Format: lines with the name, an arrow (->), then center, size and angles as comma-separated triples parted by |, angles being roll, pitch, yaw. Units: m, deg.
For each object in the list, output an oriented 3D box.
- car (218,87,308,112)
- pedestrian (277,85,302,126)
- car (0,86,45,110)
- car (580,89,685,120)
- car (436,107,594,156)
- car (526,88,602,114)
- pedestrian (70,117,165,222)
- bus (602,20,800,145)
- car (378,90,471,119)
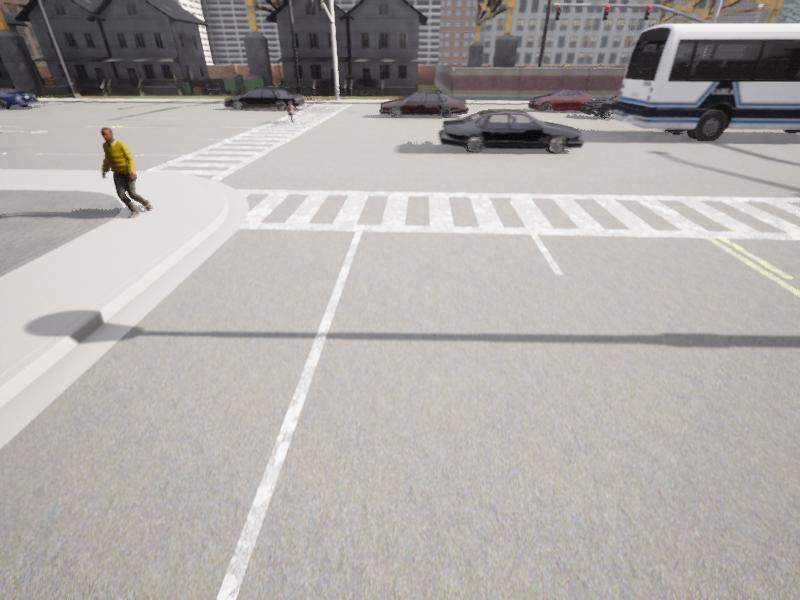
car -> -9.410, -13.991, 27.834 | 5.357, 1.411, 2.033 | 1, 31, 2
pedestrian -> -5.754, -10.178, 20.963 | 0.751, 1.860, 0.751 | 6, 31, 10
car -> -29.065, -14.460, 28.593 | 5.357, 1.411, 2.033 | 1, 31, 2
car -> 13.712, -11.683, 23.907 | 4.892, 1.490, 1.837 | 1, 31, 2
car -> 4.133, -6.470, 15.280 | 5.357, 1.411, 2.033 | 1, 31, 2
car -> 10.943, -13.494, 27.053 | 4.181, 1.385, 1.994 | 1, 31, 2
pedestrian -> -5.557, -2.595, 8.001 | 0.751, 1.860, 0.751 | 1, 31, 2
bus -> 15.236, -9.296, 17.232 | 10.273, 4.253, 3.944 | 1, 31, 2
car -> 1.445, -11.934, 24.409 | 5.357, 1.411, 2.033 | 1, 31, 2
